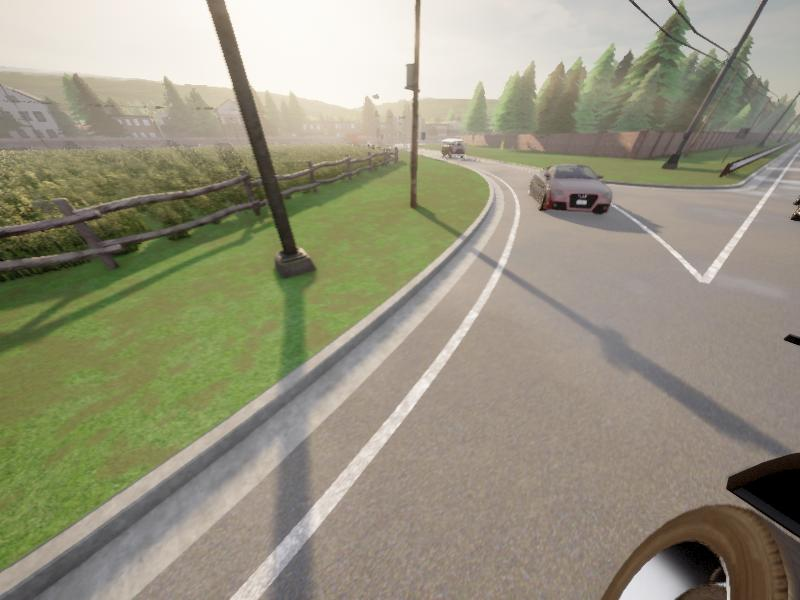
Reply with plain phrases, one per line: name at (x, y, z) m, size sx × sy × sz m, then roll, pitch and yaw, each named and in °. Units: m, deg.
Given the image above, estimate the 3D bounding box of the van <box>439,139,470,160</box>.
van at (6.442, -18.363, 28.089) m, size 2.069 × 2.038 × 4.480 m, roll -6°, pitch 36°, yaw -7°

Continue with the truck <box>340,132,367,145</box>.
truck at (-16.105, -56.884, 81.336) m, size 8.468 × 3.827 × 2.891 m, roll -22°, pitch 40°, yaw -27°

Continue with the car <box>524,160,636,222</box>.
car at (6.369, -4.401, 8.890) m, size 1.994 × 1.385 × 4.181 m, roll 9°, pitch 36°, yaw 13°

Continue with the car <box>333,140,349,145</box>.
car at (-21.016, -56.387, 82.753) m, size 4.902 × 1.511 × 2.128 m, roll -22°, pitch 40°, yaw -27°

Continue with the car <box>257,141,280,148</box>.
car at (-37.770, -44.851, 66.489) m, size 5.366 × 1.575 × 1.801 m, roll -22°, pitch 40°, yaw -27°

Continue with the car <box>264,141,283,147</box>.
car at (-39.620, -49.000, 72.390) m, size 5.008 × 1.535 × 1.882 m, roll -22°, pitch 40°, yaw -27°

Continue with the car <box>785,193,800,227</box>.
car at (14.541, -3.335, 7.079) m, size 5.027 × 1.651 × 2.152 m, roll -22°, pitch 41°, yaw -27°
